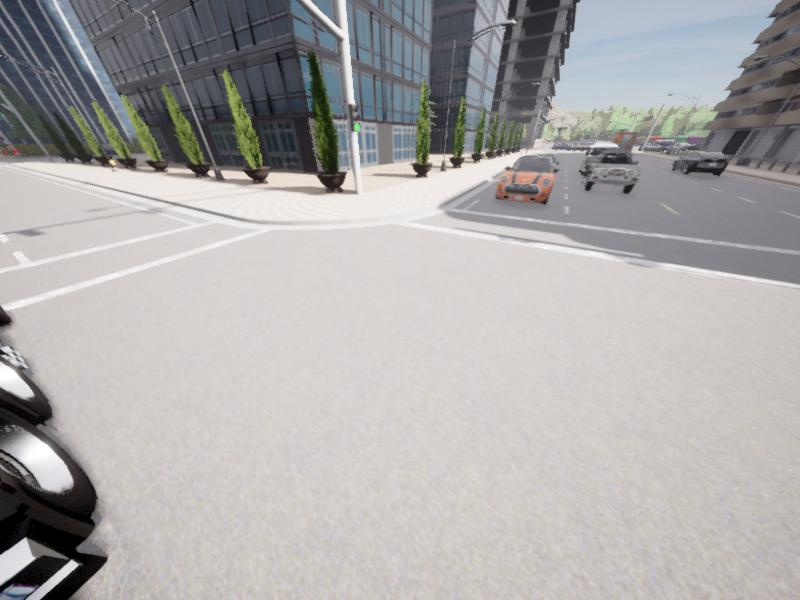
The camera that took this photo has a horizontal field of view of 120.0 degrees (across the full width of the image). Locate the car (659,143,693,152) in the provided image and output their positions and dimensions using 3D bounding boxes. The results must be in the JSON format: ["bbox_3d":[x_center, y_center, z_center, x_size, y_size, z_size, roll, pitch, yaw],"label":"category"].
[{"bbox_3d":[66.088,-36.670,55.392,4.611,1.667,2.242,18,39,24],"label":"car"}]

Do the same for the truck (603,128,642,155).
[{"bbox_3d":[42.752,-30.687,44.780,2.891,3.827,8.468,17,38,24],"label":"truck"}]

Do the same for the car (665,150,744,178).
[{"bbox_3d":[23.413,-10.754,18.109,2.163,1.488,4.792,18,39,25],"label":"car"}]

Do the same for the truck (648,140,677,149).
[{"bbox_3d":[73.711,-43.822,64.954,4.478,2.038,2.069,18,39,24],"label":"truck"}]

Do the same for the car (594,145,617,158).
[{"bbox_3d":[32.989,-24.050,37.250,1.882,1.535,5.008,18,39,25],"label":"car"}]

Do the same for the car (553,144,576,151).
[{"bbox_3d":[42.636,-39.605,59.890,4.674,1.442,1.812,18,39,24],"label":"car"}]

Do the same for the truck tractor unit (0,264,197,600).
[{"bbox_3d":[-5.112,-0.298,0.789,6.516,4.208,3.053,18,39,24],"label":"truck tractor unit"}]

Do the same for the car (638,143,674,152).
[{"bbox_3d":[58.040,-34.702,52.550,4.974,1.542,2.038,18,39,24],"label":"car"}]

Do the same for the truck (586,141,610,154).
[{"bbox_3d":[39.095,-30.324,45.799,2.390,2.098,6.274,18,38,24],"label":"truck"}]

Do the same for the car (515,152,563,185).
[{"bbox_3d":[9.538,-9.058,15.727,2.128,1.511,4.902,18,39,25],"label":"car"}]

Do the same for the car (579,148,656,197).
[{"bbox_3d":[11.425,-7.112,12.570,1.932,1.855,4.605,18,39,25],"label":"car"}]

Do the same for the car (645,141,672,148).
[{"bbox_3d":[75.099,-45.193,67.096,4.605,1.855,1.932,18,39,24],"label":"car"}]

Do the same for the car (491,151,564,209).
[{"bbox_3d":[6.013,-5.759,10.724,2.097,1.767,4.553,18,39,25],"label":"car"}]

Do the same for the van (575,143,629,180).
[{"bbox_3d":[14.854,-10.519,17.337,2.069,2.038,4.480,18,39,25],"label":"van"}]
